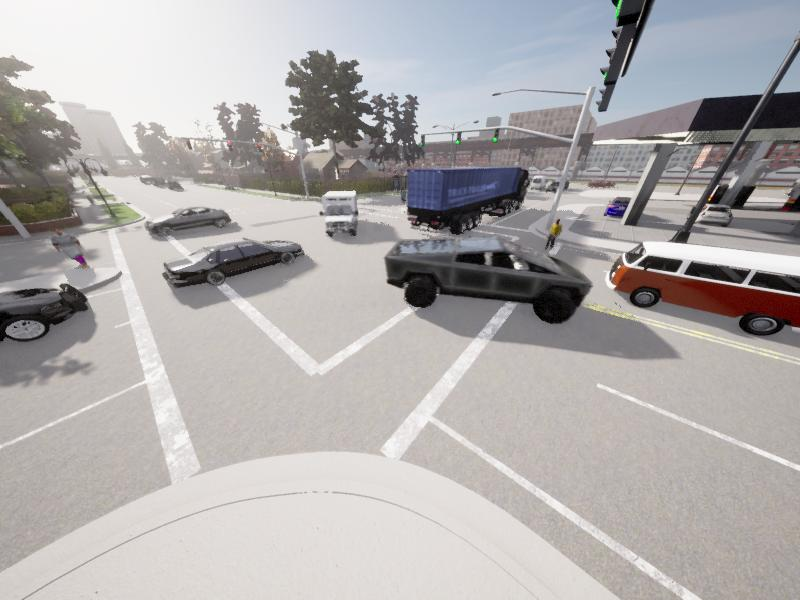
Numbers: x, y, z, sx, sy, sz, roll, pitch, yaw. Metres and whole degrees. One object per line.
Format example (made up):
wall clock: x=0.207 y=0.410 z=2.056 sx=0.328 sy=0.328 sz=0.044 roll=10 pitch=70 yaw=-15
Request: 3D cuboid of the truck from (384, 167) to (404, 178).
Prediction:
truck: x=-2.552 y=-54.367 z=98.088 sx=8.468 sy=3.827 sz=2.891 roll=24 pitch=38 yaw=33

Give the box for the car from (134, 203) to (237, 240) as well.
car: x=-15.622 y=-6.008 z=17.191 sx=2.152 sy=1.651 sz=5.027 roll=22 pitch=37 yaw=34

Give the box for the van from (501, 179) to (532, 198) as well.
van: x=19.107 y=-18.306 z=37.685 sx=2.351 sy=2.431 sz=6.366 roll=22 pitch=37 yaw=34

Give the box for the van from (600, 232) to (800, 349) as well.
van: x=9.670 y=-0.596 z=7.398 sx=4.480 sy=2.038 sz=2.069 roll=21 pitch=36 yaw=32

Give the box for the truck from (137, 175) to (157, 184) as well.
truck: x=-71.055 y=-33.841 z=64.778 sx=6.274 sy=2.098 sz=2.390 roll=23 pitch=37 yaw=33

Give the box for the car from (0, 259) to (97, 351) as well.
car: x=-11.856 y=0.697 z=5.557 sx=1.930 sy=1.638 sz=5.238 roll=22 pitch=37 yaw=33

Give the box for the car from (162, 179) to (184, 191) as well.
car: x=-47.283 y=-23.998 z=48.091 sx=4.605 sy=1.855 sz=1.932 roll=22 pitch=37 yaw=33

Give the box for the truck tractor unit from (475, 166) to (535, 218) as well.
truck tractor unit: x=10.958 y=-11.425 z=23.963 sx=3.053 sy=4.208 sz=6.516 roll=22 pitch=37 yaw=34

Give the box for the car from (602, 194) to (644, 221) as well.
car: x=21.088 y=-8.924 z=21.955 sx=2.242 sy=1.667 sz=4.611 roll=23 pitch=37 yaw=34

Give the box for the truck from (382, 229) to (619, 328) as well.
truck: x=2.776 y=-0.989 z=8.019 sx=6.274 sy=2.098 sz=2.390 roll=6 pitch=29 yaw=11

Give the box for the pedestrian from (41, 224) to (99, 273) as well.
pedestrian: x=-14.453 y=-2.277 z=10.173 sx=0.751 sy=1.860 sz=0.751 roll=22 pitch=37 yaw=33

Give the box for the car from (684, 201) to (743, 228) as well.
car: x=25.999 y=-7.245 z=19.370 sx=1.970 sy=1.475 sz=3.806 roll=23 pitch=37 yaw=34

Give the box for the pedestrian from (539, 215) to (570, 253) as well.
pedestrian: x=8.587 y=-3.688 z=12.886 sx=0.751 sy=1.860 sz=0.751 roll=-19 pitch=35 yaw=-30

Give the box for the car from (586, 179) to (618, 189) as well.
car: x=45.643 y=-26.256 z=52.261 sx=5.027 sy=1.651 sz=2.152 roll=21 pitch=36 yaw=32

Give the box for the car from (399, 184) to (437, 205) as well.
car: x=2.479 y=-14.378 z=31.262 sx=2.150 sy=2.045 sz=5.566 roll=23 pitch=37 yaw=34

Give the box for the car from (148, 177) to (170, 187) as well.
car: x=-58.169 y=-28.508 z=55.729 sx=5.566 sy=2.045 sz=2.150 roll=22 pitch=37 yaw=33

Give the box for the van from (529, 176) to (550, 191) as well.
van: x=29.224 y=-24.461 z=48.230 sx=1.988 sy=2.561 sz=5.915 roll=22 pitch=36 yaw=34

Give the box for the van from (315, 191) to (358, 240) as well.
van: x=-4.455 y=-6.639 z=17.477 sx=2.351 sy=2.431 sz=6.366 roll=-5 pitch=30 yaw=-8

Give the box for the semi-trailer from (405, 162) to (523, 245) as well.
semi-trailer: x=5.908 y=-8.459 z=18.638 sx=2.717 sy=4.402 sz=14.254 roll=23 pitch=37 yaw=34

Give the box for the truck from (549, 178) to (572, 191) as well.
truck: x=33.066 y=-23.815 z=47.556 sx=2.390 sy=2.098 sz=6.274 roll=23 pitch=37 yaw=34

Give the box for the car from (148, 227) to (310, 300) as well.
car: x=-7.196 y=-1.981 z=10.444 sx=2.033 sy=1.411 sz=5.357 roll=22 pitch=37 yaw=34
